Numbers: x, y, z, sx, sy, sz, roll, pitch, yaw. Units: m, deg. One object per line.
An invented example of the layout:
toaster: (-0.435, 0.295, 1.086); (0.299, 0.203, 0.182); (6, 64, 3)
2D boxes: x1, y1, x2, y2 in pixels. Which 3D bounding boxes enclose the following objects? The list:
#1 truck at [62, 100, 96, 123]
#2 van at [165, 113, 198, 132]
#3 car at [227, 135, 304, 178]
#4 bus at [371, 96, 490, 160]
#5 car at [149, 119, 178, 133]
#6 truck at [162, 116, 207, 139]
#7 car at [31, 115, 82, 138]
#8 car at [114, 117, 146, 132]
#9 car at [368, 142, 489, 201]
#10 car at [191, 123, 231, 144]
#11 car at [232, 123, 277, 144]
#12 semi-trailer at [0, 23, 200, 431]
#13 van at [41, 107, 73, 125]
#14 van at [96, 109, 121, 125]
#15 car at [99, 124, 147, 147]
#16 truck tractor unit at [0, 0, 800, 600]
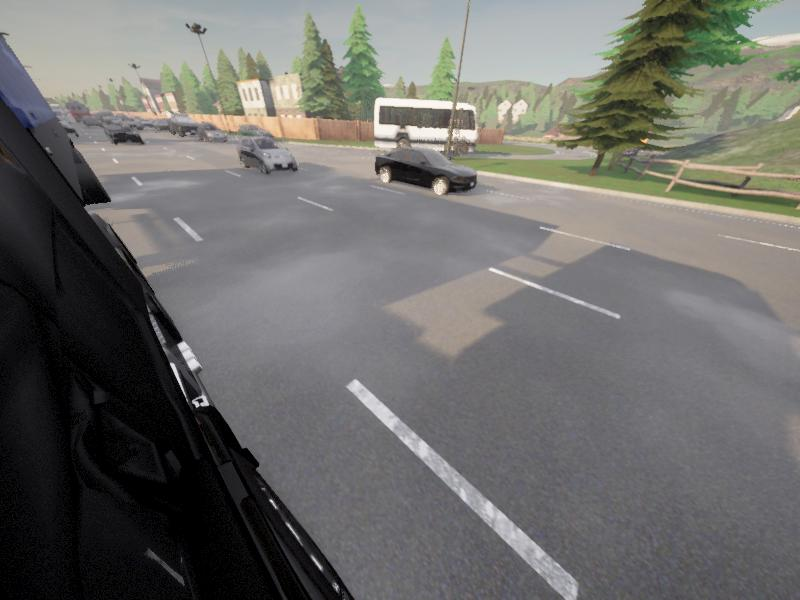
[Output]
truck: (-73.184, -42.909, 52.725); (8.468, 3.827, 2.891); (29, 44, 31)
van: (-38.551, -31.285, 40.729); (6.366, 2.431, 2.351); (29, 44, 31)
car: (-6.955, -7.564, 11.997); (3.633, 1.501, 1.845); (29, 44, 31)
bus: (2.669, -16.951, 22.866); (10.273, 4.253, 3.944); (5, 38, 2)
car: (-37.242, -27.427, 36.333); (5.238, 1.638, 1.930); (29, 44, 31)
truck: (-27.704, -22.257, 29.703); (6.274, 2.098, 2.390); (29, 44, 31)
car: (-34.348, -17.390, 23.175); (5.027, 1.651, 2.152); (29, 44, 31)
car: (-41.566, -27.066, 35.539); (4.611, 1.667, 2.242); (29, 44, 31)
car: (1.008, -5.896, 10.301); (5.008, 1.535, 1.882); (30, 44, 30)
car: (-20.291, -17.888, 24.791); (3.988, 1.617, 1.851); (29, 44, 31)
car: (-17.223, -19.842, 27.441); (4.553, 1.767, 2.097); (22, 41, 24)
semi-trailer: (-8.604, -3.677, 4.304); (14.254, 4.402, 2.717); (29, 44, 31)
van: (-64.828, -34.843, 43.704); (6.366, 2.431, 2.351); (29, 44, 31)
van: (-62.218, -39.038, 49.344); (5.915, 2.561, 1.988); (29, 44, 31)
car: (-23.753, -14.103, 19.779); (4.718, 1.301, 1.895); (29, 44, 31)
truck tractor unit: (-2.645, -0.295, 0.352); (6.516, 4.208, 3.053); (28, 44, 30)
